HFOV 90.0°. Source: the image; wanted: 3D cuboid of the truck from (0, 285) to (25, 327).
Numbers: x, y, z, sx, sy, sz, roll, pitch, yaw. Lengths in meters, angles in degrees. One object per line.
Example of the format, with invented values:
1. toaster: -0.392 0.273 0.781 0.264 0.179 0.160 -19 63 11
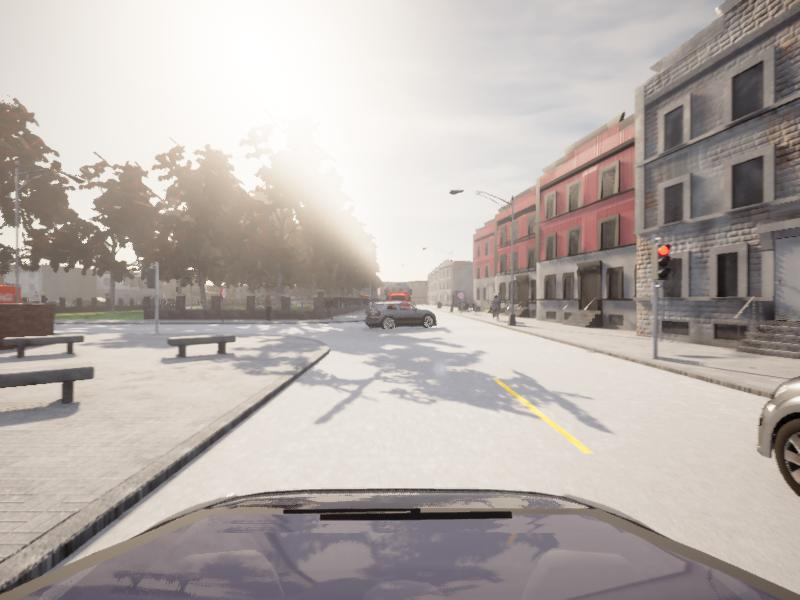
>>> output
1. truck: -25.889 0.347 23.542 5.204 2.467 2.627 0 0 0

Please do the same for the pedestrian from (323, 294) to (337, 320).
1. pedestrian: -5.048 0.522 28.835 0.751 1.860 0.751 0 0 18

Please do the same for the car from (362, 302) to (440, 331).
1. car: 0.058 0.844 21.961 3.806 1.475 1.970 0 0 -33

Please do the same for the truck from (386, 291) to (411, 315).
1. truck: -0.197 0.339 43.504 2.627 2.467 5.204 0 0 -1

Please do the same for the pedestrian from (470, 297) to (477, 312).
1. pedestrian: 8.935 0.514 48.545 0.751 1.860 0.751 0 0 16

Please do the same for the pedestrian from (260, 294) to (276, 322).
1. pedestrian: -9.080 0.523 27.550 0.751 1.860 0.751 0 0 42

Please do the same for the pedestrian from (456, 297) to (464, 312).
1. pedestrian: 7.339 0.514 49.070 0.751 1.860 0.751 0 0 -4

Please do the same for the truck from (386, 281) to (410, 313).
1. truck: -0.226 -0.342 52.665 2.891 3.827 8.468 0 0 0

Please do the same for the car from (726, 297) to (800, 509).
1. car: 3.991 0.787 1.762 1.851 1.617 3.988 0 0 0

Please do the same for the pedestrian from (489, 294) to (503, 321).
1. pedestrian: 6.600 0.522 27.492 0.751 1.860 0.751 0 0 -1
